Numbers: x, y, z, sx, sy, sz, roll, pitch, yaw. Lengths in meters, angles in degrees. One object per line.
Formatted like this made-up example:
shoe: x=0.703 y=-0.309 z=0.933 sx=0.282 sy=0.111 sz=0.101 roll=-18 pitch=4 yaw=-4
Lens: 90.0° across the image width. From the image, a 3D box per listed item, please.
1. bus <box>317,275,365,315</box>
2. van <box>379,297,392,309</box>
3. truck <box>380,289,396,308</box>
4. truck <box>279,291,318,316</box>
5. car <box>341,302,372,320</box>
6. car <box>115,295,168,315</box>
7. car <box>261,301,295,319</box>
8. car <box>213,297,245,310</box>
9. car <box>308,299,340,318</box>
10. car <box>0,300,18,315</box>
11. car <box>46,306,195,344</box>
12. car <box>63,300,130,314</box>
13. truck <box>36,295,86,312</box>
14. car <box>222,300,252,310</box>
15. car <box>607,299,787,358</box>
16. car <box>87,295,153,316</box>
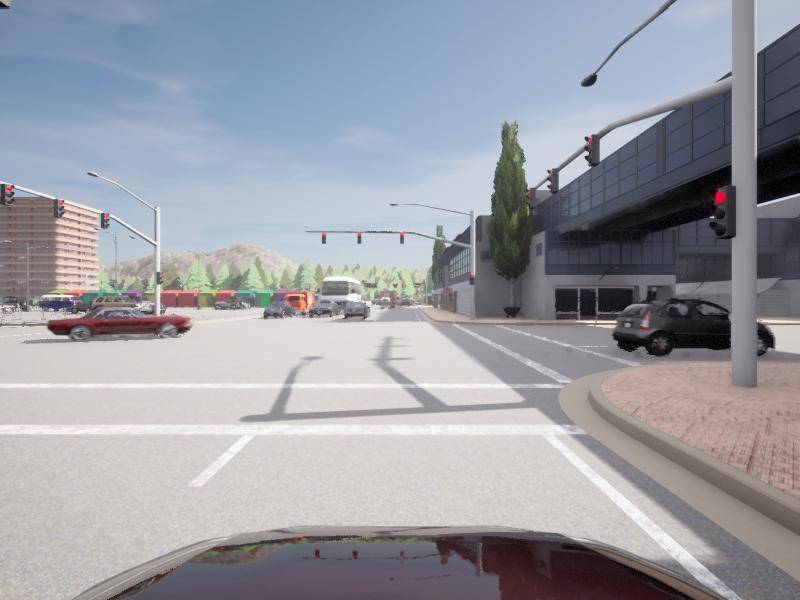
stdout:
bus: x=-6.733 y=-0.536 z=47.682 sx=3.944 sy=4.253 sz=10.273 roll=0 pitch=0 yaw=1
van: x=-2.579 y=0.573 z=72.970 sx=2.069 sy=2.038 sz=4.480 roll=0 pitch=0 yaw=2
truck: x=-2.423 y=-0.325 z=82.354 sx=2.891 sy=3.827 sz=8.468 roll=0 pitch=0 yaw=2
truck: x=-10.505 y=0.357 z=41.772 sx=2.627 sy=2.467 sz=5.204 roll=0 pitch=0 yaw=1
car: x=-3.623 y=0.895 z=34.267 sx=2.033 sy=1.411 sz=5.357 roll=0 pitch=0 yaw=0
car: x=-24.890 y=0.499 z=38.658 sx=3.866 sy=1.878 sz=1.905 roll=0 pitch=0 yaw=0
car: x=-10.616 y=0.827 z=34.976 sx=1.845 sy=1.501 sz=3.633 roll=0 pitch=0 yaw=1
car: x=-24.907 y=0.499 z=58.282 sx=3.866 sy=1.878 sz=1.905 roll=0 pitch=0 yaw=0
car: x=-7.093 y=0.780 z=37.843 sx=2.152 sy=1.651 sz=5.027 roll=0 pitch=0 yaw=0
car: x=-42.354 y=0.739 z=41.382 sx=3.806 sy=1.475 sz=1.970 roll=0 pitch=0 yaw=0
car: x=-11.121 y=0.944 z=16.398 sx=4.718 sy=1.301 sz=1.895 roll=0 pitch=0 yaw=-22
car: x=-31.328 y=0.732 z=41.381 sx=5.357 sy=1.415 sz=2.033 roll=0 pitch=0 yaw=0
truck: x=-42.378 y=0.402 z=50.062 sx=4.478 sy=2.038 sz=2.069 roll=0 pitch=0 yaw=0
car: x=-24.893 y=0.739 z=61.177 sx=3.806 sy=1.475 sz=1.970 roll=0 pitch=0 yaw=0
car: x=8.668 y=0.788 z=11.950 sx=3.988 sy=1.617 sz=1.851 roll=0 pitch=0 yaw=0
car: x=-24.947 y=0.497 z=35.764 sx=4.605 sy=1.855 sz=1.932 roll=0 pitch=0 yaw=0
